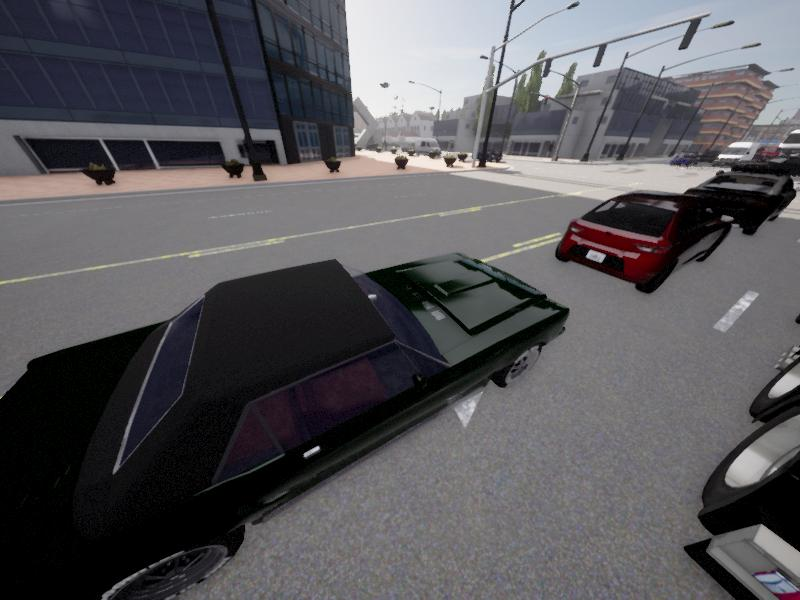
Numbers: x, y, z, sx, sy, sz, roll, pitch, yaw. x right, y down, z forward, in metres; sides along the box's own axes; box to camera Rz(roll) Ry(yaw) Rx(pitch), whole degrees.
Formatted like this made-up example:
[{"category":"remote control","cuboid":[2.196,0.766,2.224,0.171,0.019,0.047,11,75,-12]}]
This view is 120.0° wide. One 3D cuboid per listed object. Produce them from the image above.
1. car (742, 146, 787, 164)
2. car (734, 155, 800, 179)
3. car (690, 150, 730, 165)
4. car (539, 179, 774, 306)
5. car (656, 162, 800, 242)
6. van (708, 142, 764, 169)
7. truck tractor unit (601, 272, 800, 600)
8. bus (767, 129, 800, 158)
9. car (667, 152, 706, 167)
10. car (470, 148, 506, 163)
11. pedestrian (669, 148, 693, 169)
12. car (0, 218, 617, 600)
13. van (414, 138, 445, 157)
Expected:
[{"category":"car","cuboid":[54.295,-21.623,34.423,5.566,2.045,2.150,-18,39,-24]},{"category":"car","cuboid":[32.107,-11.178,19.409,5.008,1.535,1.882,-2,35,-4]},{"category":"car","cuboid":[44.939,-20.746,33.492,5.238,1.638,1.930,-17,38,-24]},{"category":"car","cuboid":[5.385,-1.536,4.955,4.193,1.474,1.816,-18,39,-24]},{"category":"car","cuboid":[11.383,-3.493,7.703,5.238,1.638,1.930,-18,39,-24]},{"category":"van","cuboid":[40.425,-17.426,27.794,5.915,2.561,1.988,-17,38,-24]},{"category":"truck tractor unit","cuboid":[5.125,-0.285,0.769,6.516,4.208,3.053,-18,39,-24]},{"category":"bus","cuboid":[75.089,-29.270,43.266,10.273,4.253,3.944,-18,39,-24]},{"category":"car","cuboid":[36.812,-18.155,29.709,4.193,1.474,1.816,-17,39,-24]},{"category":"car","cuboid":[11.387,-18.978,30.228,1.816,1.474,4.193,-17,38,-24]},{"category":"pedestrian","cuboid":[30.997,-15.611,25.509,0.751,1.860,0.751,12,36,16]},{"category":"car","cuboid":[-0.486,0.414,2.264,4.718,1.301,1.895,-18,39,-24]},{"category":"van","cuboid":[4.876,-26.163,39.564,1.988,2.561,5.915,-17,39,-24]}]
